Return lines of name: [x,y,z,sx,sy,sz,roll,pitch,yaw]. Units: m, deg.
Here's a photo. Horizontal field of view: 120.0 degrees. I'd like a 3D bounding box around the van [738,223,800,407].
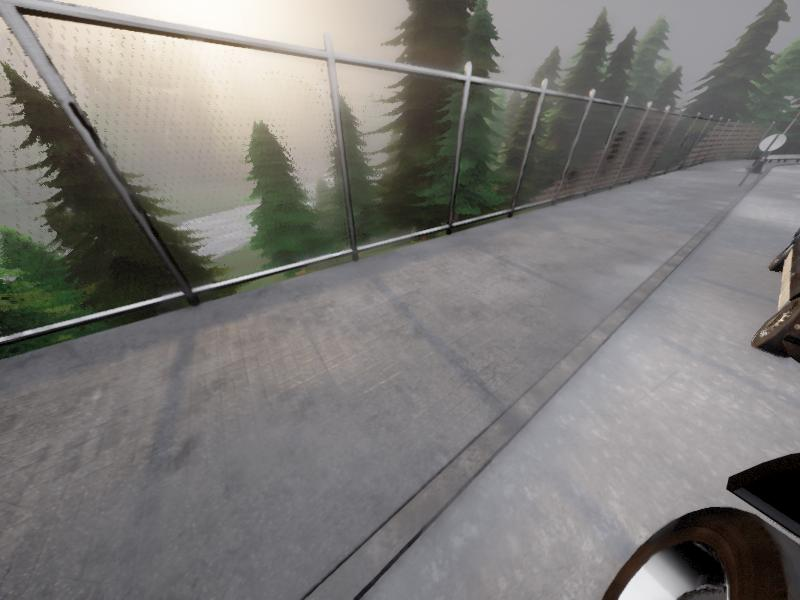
van: [6.828,-0.674,2.626,5.915,2.561,1.988,-22,41,-28]
